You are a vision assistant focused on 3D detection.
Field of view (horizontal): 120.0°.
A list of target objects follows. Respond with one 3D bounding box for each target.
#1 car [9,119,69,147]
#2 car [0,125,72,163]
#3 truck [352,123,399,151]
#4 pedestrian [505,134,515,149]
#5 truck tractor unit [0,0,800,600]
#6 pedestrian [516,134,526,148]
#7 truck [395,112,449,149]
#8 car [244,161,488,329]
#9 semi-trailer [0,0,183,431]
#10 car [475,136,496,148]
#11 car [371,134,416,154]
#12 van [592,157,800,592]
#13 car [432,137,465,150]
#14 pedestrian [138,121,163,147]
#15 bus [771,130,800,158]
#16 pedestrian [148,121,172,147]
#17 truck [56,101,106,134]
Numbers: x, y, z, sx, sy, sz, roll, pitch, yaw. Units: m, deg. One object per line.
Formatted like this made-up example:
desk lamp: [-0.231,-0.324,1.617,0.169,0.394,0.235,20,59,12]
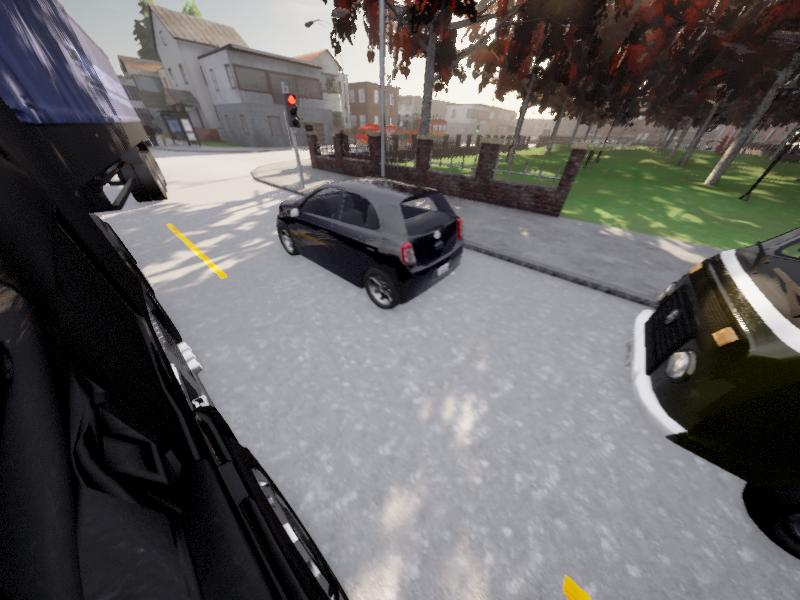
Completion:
car: [-31.689,-14.782,20.395,4.553,1.767,2.097,28,44,30]
car: [-22.081,-9.589,14.064,5.366,1.575,1.801,28,44,30]
truck: [-2.825,-19.679,27.902,2.627,2.467,5.204,28,44,30]
pedestrian: [17.005,-24.591,35.829,0.751,1.860,0.751,22,41,24]
truck tractor unit: [-2.645,-0.295,0.351,6.516,4.208,3.053,28,44,30]
pedestrian: [20.294,-26.592,38.692,0.751,1.860,0.751,28,44,30]
truck: [3.198,-24.051,32.962,2.891,3.827,8.468,29,44,31]
car: [-0.747,-1.358,4.104,3.633,1.501,1.845,28,44,30]
semi-trailer: [-7.860,-4.046,4.936,2.717,4.402,14.254,-25,44,-31]
car: [14.897,-27.628,40.307,1.845,1.501,3.633,28,44,30]
car: [-0.595,-17.193,25.411,1.801,1.575,5.366,28,44,31]
van: [3.986,0.951,0.805,4.480,2.038,2.069,28,44,31]
car: [6.898,-22.167,32.653,2.033,1.411,5.357,28,43,30]
pedestrian: [-21.838,-14.541,20.280,0.751,1.860,0.751,-21,42,-28]
bus: [78.464,-30.006,44.474,3.944,4.253,10.273,28,43,30]
pedestrian: [-21.579,-14.915,20.805,0.751,1.860,0.751,-28,46,-34]
truck: [-50.901,-28.951,36.806,8.468,3.827,2.891,28,44,30]
